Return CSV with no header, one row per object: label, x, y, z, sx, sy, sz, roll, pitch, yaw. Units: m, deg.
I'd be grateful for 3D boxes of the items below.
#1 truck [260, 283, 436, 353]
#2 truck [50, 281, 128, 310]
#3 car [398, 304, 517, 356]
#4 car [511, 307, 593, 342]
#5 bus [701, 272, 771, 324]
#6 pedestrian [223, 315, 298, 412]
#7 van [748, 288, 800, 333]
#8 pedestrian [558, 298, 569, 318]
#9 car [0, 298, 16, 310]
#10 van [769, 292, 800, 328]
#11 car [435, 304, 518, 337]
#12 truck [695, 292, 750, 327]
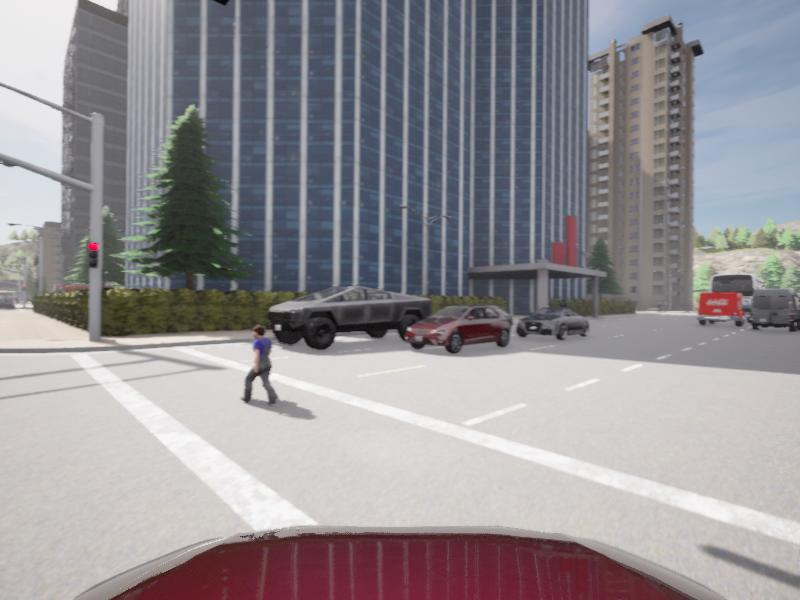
truck,-1.653,0.559,14.892,6.274,2.098,2.390,1,0,-44
truck,-44.243,-0.519,57.184,8.468,3.827,2.891,1,0,-45
car,2.067,0.903,13.619,4.193,1.474,1.816,1,0,-44
car,7.096,1.024,18.486,4.181,1.385,1.994,1,0,-45
bus,31.566,-0.105,37.390,10.273,4.253,3.944,1,0,-44
pedestrian,-2.096,0.903,6.039,0.751,1.300,0.751,0,0,30
van,24.235,0.635,25.655,5.915,2.561,1.988,1,0,-40
pedestrian,15.651,0.759,38.265,0.751,1.860,0.751,1,0,-45
car,-53.591,0.524,52.837,1.851,1.617,3.988,0,0,45
van,30.446,0.718,31.276,5.915,2.561,1.988,1,0,-44
car,4.000,0.962,20.348,4.674,1.442,1.812,1,0,-44
truck,24.742,0.690,30.639,5.204,2.467,2.627,1,0,-44
